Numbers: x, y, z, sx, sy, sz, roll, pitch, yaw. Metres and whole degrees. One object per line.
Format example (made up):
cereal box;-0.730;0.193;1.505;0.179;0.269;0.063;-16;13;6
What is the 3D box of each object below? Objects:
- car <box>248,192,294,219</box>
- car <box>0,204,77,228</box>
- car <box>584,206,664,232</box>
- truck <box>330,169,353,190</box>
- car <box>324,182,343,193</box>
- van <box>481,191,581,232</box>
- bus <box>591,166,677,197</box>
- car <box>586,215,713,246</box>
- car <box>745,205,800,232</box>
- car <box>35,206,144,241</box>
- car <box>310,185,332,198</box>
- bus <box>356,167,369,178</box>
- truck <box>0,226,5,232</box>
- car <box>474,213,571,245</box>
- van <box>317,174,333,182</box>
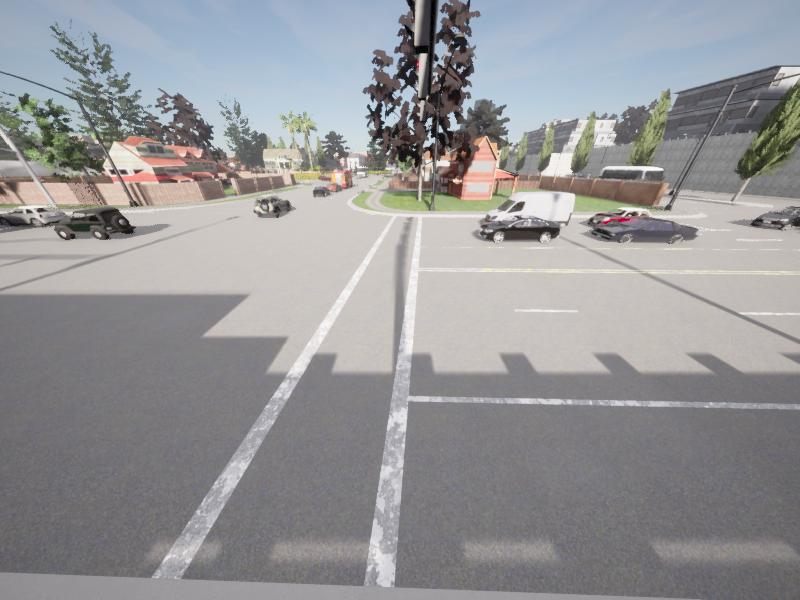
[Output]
car;-12.666;-9.563;23.094;1.932;1.855;4.605;0;30;0
car;-29.802;-6.820;18.726;3.806;1.475;1.970;1;30;1
car;16.997;-6.254;17.762;3.806;1.475;1.970;1;30;1
truck;-12.763;-27.017;51.377;2.891;3.827;8.468;0;30;0
car;-12.742;-21.678;44.331;2.152;1.651;5.027;0;30;0
van;9.682;-6.788;17.625;5.915;2.561;1.988;1;30;1
bus;40.128;-21.058;40.626;3.944;4.253;10.273;0;30;1
car;15.596;-4.467;14.749;5.357;1.411;2.033;1;30;1
car;29.799;-6.231;17.641;3.705;1.549;1.789;-3;30;-5
car;-20.392;-5.128;15.397;3.866;1.878;1.905;1;30;1
car;-12.736;-17.738;37.634;1.837;1.490;4.892;0;30;0
bus;-16.290;-55.543;100.349;3.944;4.253;10.273;0;30;0
truck;-32.351;-5.423;15.562;6.274;2.098;2.390;1;30;1
car;7.624;-4.622;14.901;4.902;1.511;2.128;1;30;1
van;-23.150;-37.614;71.378;4.442;1.987;1.775;14;33;22
